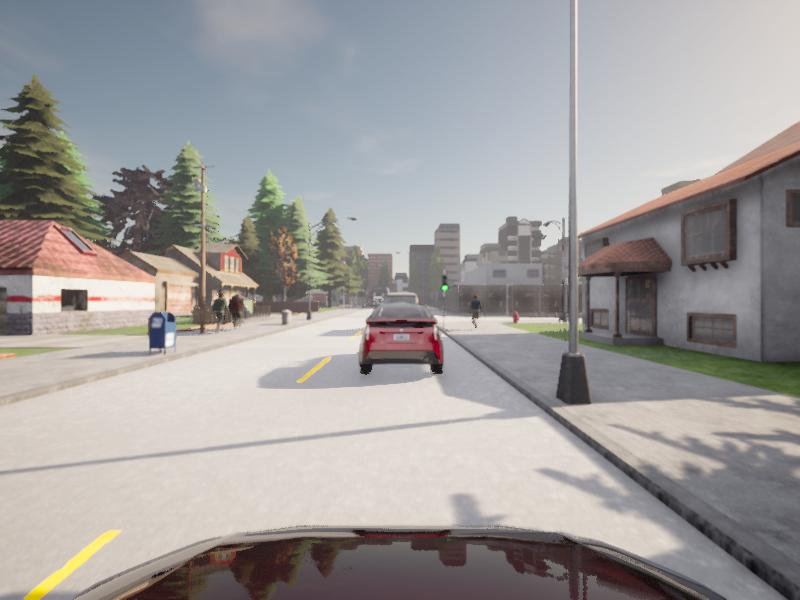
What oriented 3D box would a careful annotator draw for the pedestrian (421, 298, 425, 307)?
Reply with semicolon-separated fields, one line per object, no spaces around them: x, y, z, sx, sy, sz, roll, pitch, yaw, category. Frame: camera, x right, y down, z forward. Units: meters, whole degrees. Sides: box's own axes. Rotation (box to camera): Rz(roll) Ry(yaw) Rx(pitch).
4.688;0.584;83.291;0.751;1.860;0.751;0;0;-4;pedestrian

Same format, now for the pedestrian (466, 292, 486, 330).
3.821;0.549;20.071;0.751;1.860;0.751;0;0;-10;pedestrian

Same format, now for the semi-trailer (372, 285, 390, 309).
-3.607;-0.559;80.644;2.717;4.402;14.254;0;0;1;semi-trailer

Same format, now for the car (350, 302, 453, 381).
0.033;0.836;10.099;2.007;1.525;4.514;0;0;0;car

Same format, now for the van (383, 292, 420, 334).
0.065;0.614;21.100;1.775;1.987;4.442;0;0;0;van

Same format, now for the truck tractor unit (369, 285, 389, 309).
-3.738;-0.470;72.734;3.053;4.208;6.516;0;0;1;truck tractor unit

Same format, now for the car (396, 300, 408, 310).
0.268;0.821;69.176;1.930;1.638;5.238;0;0;0;car

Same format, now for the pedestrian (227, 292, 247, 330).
-8.082;0.547;19.815;0.751;1.860;0.751;0;0;-7;pedestrian

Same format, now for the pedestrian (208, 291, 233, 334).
-7.914;0.546;17.617;0.751;1.860;0.751;0;0;2;pedestrian
